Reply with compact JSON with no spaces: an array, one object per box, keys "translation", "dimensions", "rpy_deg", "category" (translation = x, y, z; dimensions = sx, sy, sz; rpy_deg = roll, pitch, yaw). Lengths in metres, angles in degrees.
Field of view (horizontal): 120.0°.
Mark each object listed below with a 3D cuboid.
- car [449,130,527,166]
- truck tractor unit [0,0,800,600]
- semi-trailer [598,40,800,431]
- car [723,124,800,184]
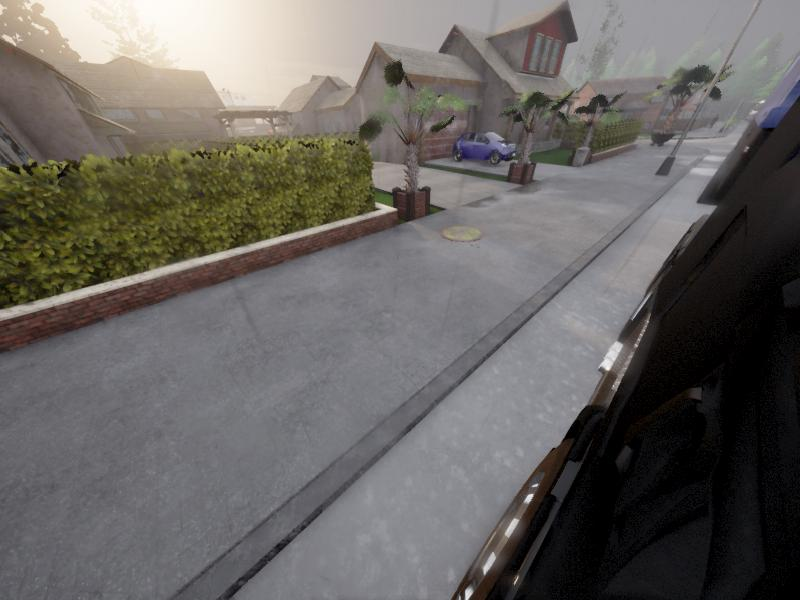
[{"translation":[4.978,-8.954,13.511],"dimensions":[1.845,1.501,3.633],"rpy_deg":[-30,45,-32],"category":"car"},{"translation":[2.645,-0.295,0.351],"dimensions":[6.516,4.208,3.053],"rpy_deg":[-28,44,-30],"category":"truck tractor unit"},{"translation":[8.693,-3.609,4.233],"dimensions":[14.254,4.402,2.717],"rpy_deg":[-28,44,-30],"category":"semi-trailer"},{"translation":[16.097,-6.402,9.853],"dimensions":[5.238,1.638,1.930],"rpy_deg":[-28,44,-30],"category":"car"}]
